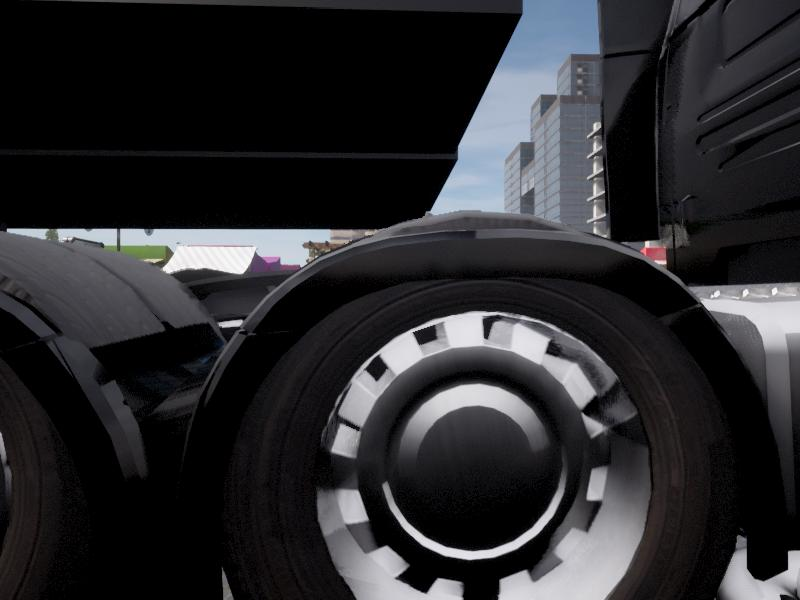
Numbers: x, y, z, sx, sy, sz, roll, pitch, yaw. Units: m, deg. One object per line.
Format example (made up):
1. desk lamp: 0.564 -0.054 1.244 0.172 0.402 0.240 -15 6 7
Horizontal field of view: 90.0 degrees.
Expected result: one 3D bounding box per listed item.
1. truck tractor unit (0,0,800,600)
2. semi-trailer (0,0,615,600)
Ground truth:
1. truck tractor unit: 1.105 -1.117 2.103 6.516 4.208 3.053 0 0 -3
2. semi-trailer: -6.799 -1.218 1.762 14.254 4.402 2.717 0 0 -2
